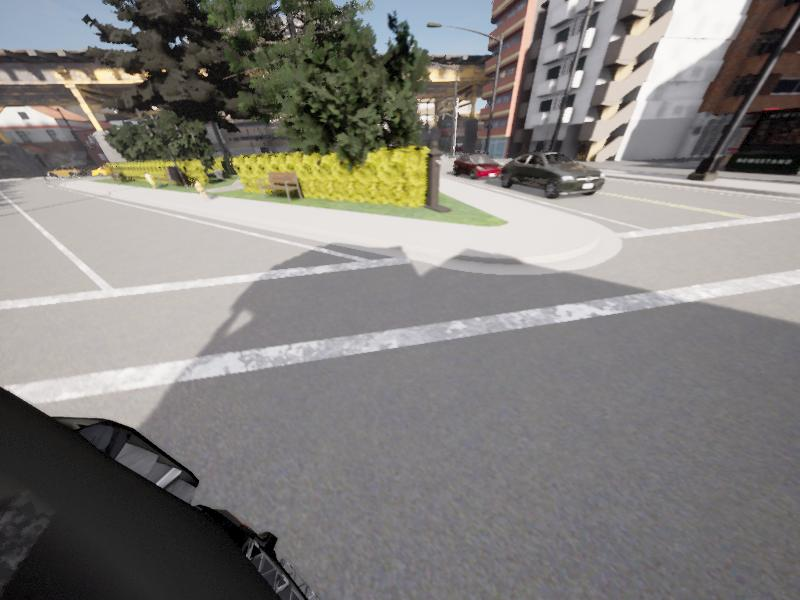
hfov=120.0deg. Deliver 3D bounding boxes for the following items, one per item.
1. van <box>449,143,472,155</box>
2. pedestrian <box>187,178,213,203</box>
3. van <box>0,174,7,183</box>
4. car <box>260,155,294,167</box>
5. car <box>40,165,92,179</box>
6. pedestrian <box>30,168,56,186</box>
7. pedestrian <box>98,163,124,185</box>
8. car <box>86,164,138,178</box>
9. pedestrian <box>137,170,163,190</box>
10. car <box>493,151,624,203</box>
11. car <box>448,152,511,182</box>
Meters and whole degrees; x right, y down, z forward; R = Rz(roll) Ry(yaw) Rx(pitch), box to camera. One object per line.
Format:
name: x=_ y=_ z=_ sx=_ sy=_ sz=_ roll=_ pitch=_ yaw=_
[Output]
van: x=13.524 y=-34.052 z=52.010 sx=4.480 sy=2.038 sz=2.069 roll=-9 pitch=34 yaw=-9
pedestrian: x=-10.351 y=-5.698 z=11.990 sx=0.500 sy=1.100 sz=0.500 roll=20 pitch=40 yaw=31
van: x=-66.070 y=-19.103 z=35.920 sx=4.480 sy=2.038 sz=2.069 roll=-9 pitch=34 yaw=-9
car: x=-22.912 y=-25.955 z=43.142 sx=5.027 sy=1.651 sz=2.152 roll=-9 pitch=34 yaw=-9
car: x=-58.070 y=-22.332 z=40.265 sx=4.605 sy=1.855 sz=1.932 roll=-9 pitch=34 yaw=-9
pedestrian: x=-42.195 y=-14.545 z=27.326 sx=0.751 sy=1.860 sz=0.751 roll=-30 pitch=42 yaw=-34
pedestrian: x=-29.113 y=-12.725 z=23.306 sx=0.751 sy=1.860 sz=0.751 roll=17 pitch=39 yaw=28
car: x=-48.421 y=-21.756 z=38.931 sx=5.366 sy=1.575 sz=1.801 roll=-9 pitch=34 yaw=-8
pedestrian: x=-19.440 y=-9.352 z=17.998 sx=0.751 sy=1.300 sz=0.751 roll=21 pitch=40 yaw=31
car: x=6.956 y=-6.122 z=11.100 sx=2.152 sy=1.651 sz=5.027 roll=-9 pitch=34 yaw=-9
car: x=5.464 y=-9.771 z=16.805 sx=2.163 sy=1.488 sz=4.792 roll=-9 pitch=34 yaw=-9
